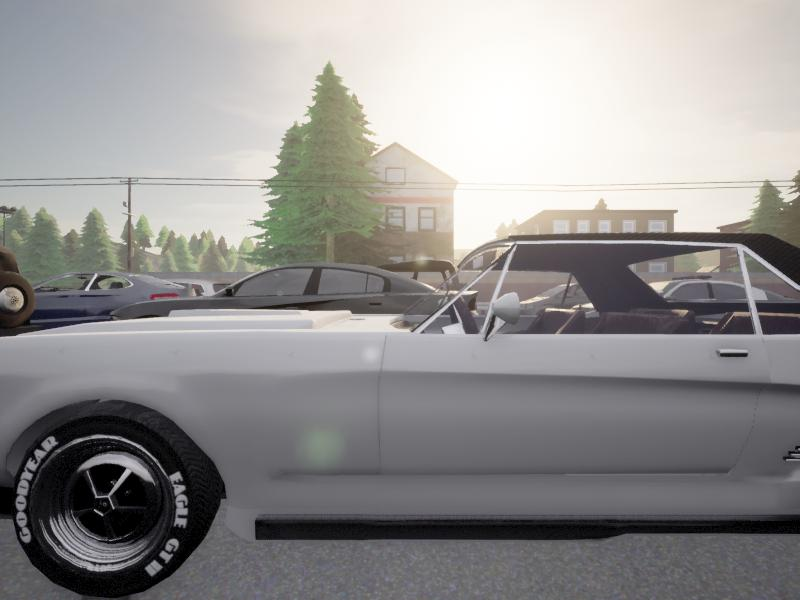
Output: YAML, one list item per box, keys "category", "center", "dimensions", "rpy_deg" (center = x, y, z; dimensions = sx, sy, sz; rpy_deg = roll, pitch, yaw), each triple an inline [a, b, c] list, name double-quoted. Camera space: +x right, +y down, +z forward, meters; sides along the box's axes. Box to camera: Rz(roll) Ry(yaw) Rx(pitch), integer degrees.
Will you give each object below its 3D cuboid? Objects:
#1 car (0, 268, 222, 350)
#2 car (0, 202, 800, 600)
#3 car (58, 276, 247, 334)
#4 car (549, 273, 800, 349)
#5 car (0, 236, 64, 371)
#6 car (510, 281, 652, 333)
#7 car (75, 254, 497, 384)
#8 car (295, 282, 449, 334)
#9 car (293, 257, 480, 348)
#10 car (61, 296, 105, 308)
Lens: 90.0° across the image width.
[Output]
- category: "car"
  center: [-7.069, 0.181, 9.172]
  dimensions: [5.027, 1.651, 2.152]
  rpy_deg: [0, 0, 0]
- category: "car"
  center: [0.559, 0.344, 2.203]
  dimensions: [4.718, 1.301, 1.895]
  rpy_deg: [0, 0, 0]
- category: "car"
  center: [-7.559, 0.156, 12.661]
  dimensions: [4.611, 1.667, 2.242]
  rpy_deg: [0, 0, -1]
- category: "car"
  center: [6.297, 0.226, 9.236]
  dimensions: [4.974, 1.542, 2.038]
  rpy_deg: [0, 0, 0]
- category: "car"
  center: [-7.490, 0.046, 5.660]
  dimensions: [3.866, 1.878, 1.905]
  rpy_deg: [0, 0, 0]
- category: "car"
  center: [5.601, 0.215, 12.732]
  dimensions: [3.705, 1.549, 1.789]
  rpy_deg: [0, 0, 0]
- category: "car"
  center: [-1.348, 0.223, 5.694]
  dimensions: [5.008, 1.535, 1.882]
  rpy_deg: [0, 0, 0]
- category: "car"
  center: [-0.816, 0.228, 12.696]
  dimensions: [4.514, 1.525, 2.007]
  rpy_deg: [0, 0, 0]
- category: "car"
  center: [-0.280, 0.046, 9.200]
  dimensions: [3.866, 1.878, 1.905]
  rpy_deg: [0, 0, 0]
- category: "car"
  center: [-42.713, 0.270, 54.081]
  dimensions: [2.128, 1.511, 4.902]
  rpy_deg: [0, 0, 0]
